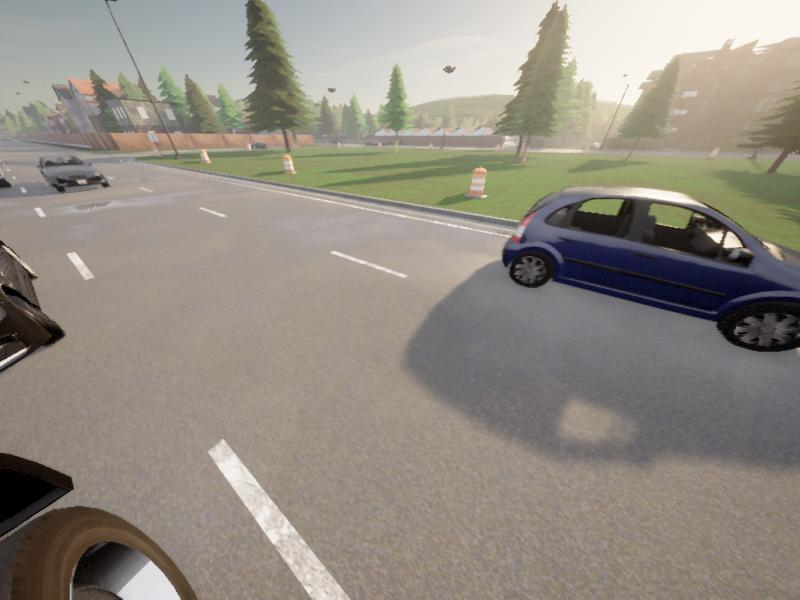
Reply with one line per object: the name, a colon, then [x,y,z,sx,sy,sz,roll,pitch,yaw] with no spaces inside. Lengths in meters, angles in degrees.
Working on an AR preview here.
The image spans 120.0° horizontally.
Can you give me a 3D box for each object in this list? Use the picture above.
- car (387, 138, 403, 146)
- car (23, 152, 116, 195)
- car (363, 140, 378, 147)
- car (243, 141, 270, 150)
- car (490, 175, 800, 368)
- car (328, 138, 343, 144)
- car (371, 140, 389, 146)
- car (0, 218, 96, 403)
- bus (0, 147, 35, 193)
car: [-1.437,-48.618,70.910,4.605,1.855,1.932,22,41,27]
car: [-16.757,-6.503,11.712,4.193,1.474,1.816,22,41,27]
car: [-8.145,-43.736,64.400,3.806,1.475,1.970,22,41,27]
car: [-27.946,-30.185,45.095,1.970,1.475,3.806,19,39,25]
car: [3.915,-0.836,3.698,3.988,1.617,1.851,22,41,27]
car: [-22.193,-54.384,79.148,4.856,1.649,2.033,22,41,27]
car: [-5.774,-45.264,66.526,4.902,1.511,2.128,22,41,27]
car: [-6.326,-0.147,2.766,4.902,1.511,2.128,21,42,27]
bus: [-23.794,-8.053,11.465,10.273,4.253,3.944,21,41,27]
